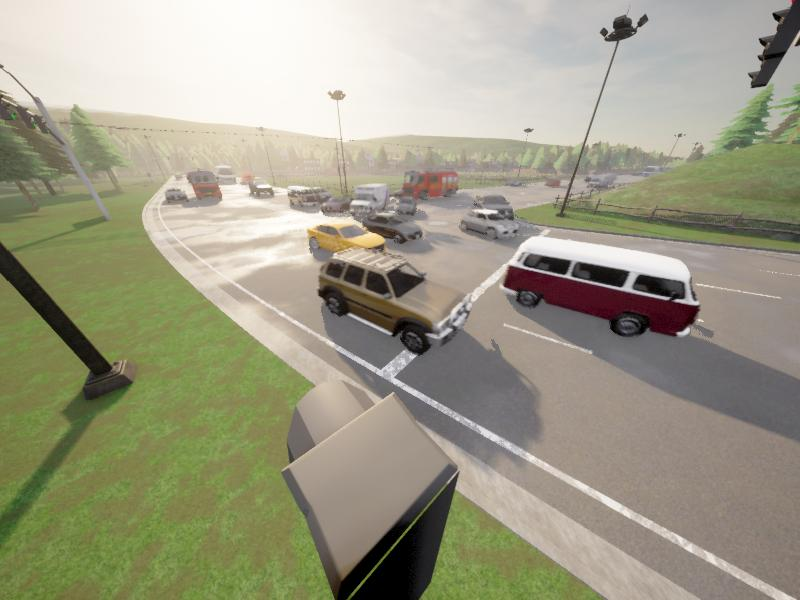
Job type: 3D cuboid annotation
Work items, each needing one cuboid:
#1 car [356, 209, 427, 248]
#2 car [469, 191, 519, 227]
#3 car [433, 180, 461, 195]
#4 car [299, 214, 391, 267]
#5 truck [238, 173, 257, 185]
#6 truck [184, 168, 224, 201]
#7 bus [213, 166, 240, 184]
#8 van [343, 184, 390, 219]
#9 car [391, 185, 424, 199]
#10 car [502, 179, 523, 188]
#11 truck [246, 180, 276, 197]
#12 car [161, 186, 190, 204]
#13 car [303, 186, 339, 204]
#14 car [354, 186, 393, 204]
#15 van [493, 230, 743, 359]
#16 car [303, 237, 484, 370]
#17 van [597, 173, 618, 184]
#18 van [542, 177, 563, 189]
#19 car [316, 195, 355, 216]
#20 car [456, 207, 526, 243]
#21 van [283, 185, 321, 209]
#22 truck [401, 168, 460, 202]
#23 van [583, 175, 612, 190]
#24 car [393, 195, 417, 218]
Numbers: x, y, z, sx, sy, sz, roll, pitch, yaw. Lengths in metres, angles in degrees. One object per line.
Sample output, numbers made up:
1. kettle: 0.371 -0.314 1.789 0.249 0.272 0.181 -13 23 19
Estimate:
1. car: -0.597 -4.614 14.523 4.193 1.474 1.816 22 36 33
2. car: 7.629 -7.834 19.531 2.150 2.045 5.566 0 30 3
3. car: 8.033 -19.255 39.472 4.605 1.855 1.932 -23 37 -33
4. car: -2.985 -3.350 12.270 5.008 1.535 1.882 22 37 33
5. truck: -39.451 -31.288 59.733 2.627 2.467 5.204 -22 37 -33
6. truck: -28.387 -16.866 33.394 2.891 3.827 8.468 -22 37 -33
7. bus: -47.808 -34.491 63.494 3.944 4.253 10.273 -22 37 -33
8. van: -2.947 -9.830 22.605 2.351 2.431 6.366 6 31 11
9. car: 1.145 -16.151 34.499 4.792 1.488 2.163 -23 37 -34
10. car: 25.505 -26.438 52.269 4.974 1.542 2.038 -23 37 -34
11. truck: -22.458 -18.024 37.125 2.390 2.098 6.274 -23 37 -34
12. car: -29.716 -13.989 30.613 2.152 1.651 5.027 -23 37 -34
13. car: -10.332 -13.723 30.103 2.242 1.667 4.611 -26 39 -37
14. car: -3.299 -13.814 30.310 2.152 1.651 5.027 21 36 32
15. van: 5.575 -0.553 6.927 4.480 2.038 2.069 21 37 32
16. car: -0.375 -0.294 6.635 4.605 1.855 1.932 20 36 31
17. van: 56.153 -32.847 62.461 6.366 2.431 2.351 -23 37 -34
18. van: 32.605 -25.047 49.402 4.442 1.987 1.775 -23 37 -34
19. car: -6.347 -9.650 23.350 1.994 1.385 4.181 6 31 10
20. car: 5.865 -5.127 15.409 1.970 1.475 3.806 -15 33 -24
21. van: -11.341 -11.929 26.627 4.480 2.038 2.069 26 39 38
22. truck: 4.341 -16.244 32.316 8.468 3.827 2.891 -23 37 -34
23. van: 40.024 -23.784 46.773 6.366 2.431 2.351 -23 37 -34
24. car: 0.578 -8.914 21.912 1.845 1.501 3.633 3 30 6
